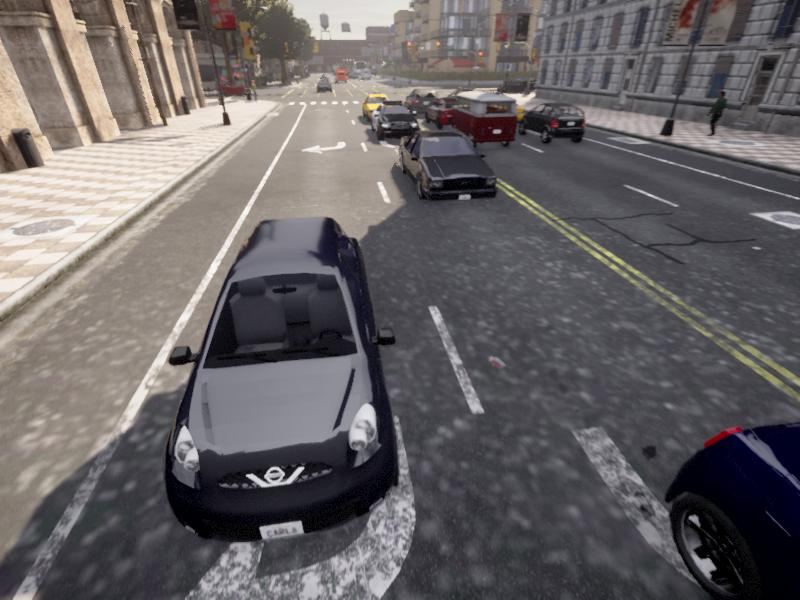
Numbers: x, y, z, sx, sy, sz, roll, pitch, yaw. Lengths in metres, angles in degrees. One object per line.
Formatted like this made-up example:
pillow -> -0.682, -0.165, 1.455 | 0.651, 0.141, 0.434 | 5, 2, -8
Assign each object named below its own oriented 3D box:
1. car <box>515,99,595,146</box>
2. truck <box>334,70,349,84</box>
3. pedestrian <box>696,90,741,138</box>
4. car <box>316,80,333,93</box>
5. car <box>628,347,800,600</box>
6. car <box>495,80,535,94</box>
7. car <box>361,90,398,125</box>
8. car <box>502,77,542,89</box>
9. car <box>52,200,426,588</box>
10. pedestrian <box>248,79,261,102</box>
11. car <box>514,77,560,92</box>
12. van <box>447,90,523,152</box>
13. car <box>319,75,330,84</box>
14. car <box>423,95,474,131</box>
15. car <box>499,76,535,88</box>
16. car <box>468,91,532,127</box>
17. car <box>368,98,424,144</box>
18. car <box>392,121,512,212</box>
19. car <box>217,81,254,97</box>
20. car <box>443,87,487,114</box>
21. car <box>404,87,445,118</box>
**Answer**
car -> 7.007, -8.311, 18.584 | 1.789, 1.549, 3.705 | -5, 31, -7
truck -> -12.320, -46.878, 83.871 | 2.627, 2.467, 5.204 | -5, 31, -8
pedestrian -> 14.075, -8.255, 17.740 | 0.751, 1.860, 0.751 | -11, 32, -17
car -> -10.192, -28.771, 53.957 | 1.994, 1.385, 4.181 | -5, 31, -8
car -> 2.970, 1.828, 1.327 | 1.845, 1.501, 3.633 | -5, 31, -7
car -> 14.307, -26.577, 49.885 | 4.181, 1.385, 1.994 | -5, 31, -7
car -> -1.419, -12.625, 26.048 | 1.801, 1.575, 5.366 | -5, 31, -8
car -> 18.368, -32.804, 60.462 | 5.357, 1.411, 2.033 | -5, 31, -8
car -> -1.038, 0.310, 3.980 | 1.845, 1.501, 3.633 | -5, 31, -7
pedestrian -> -13.737, -19.779, 37.819 | 0.751, 1.860, 0.751 | -4, 31, -6
car -> 18.257, -28.814, 53.398 | 5.238, 1.638, 1.930 | -5, 31, -7
van -> 3.582, -8.101, 17.844 | 1.775, 1.987, 4.442 | -5, 31, -7
car -> -15.851, -46.376, 84.080 | 2.128, 1.511, 4.902 | -5, 31, -8
car -> 2.677, -10.860, 23.080 | 1.816, 1.474, 4.193 | -5, 31, -8
car -> 18.552, -34.647, 63.524 | 4.792, 1.488, 2.163 | -5, 31, -7
car -> 5.939, -11.827, 24.584 | 1.801, 1.575, 5.366 | -5, 31, -8
car -> -0.308, -9.023, 19.921 | 2.038, 1.542, 4.974 | -5, 31, -7
car -> 1.149, -4.129, 11.673 | 2.033, 1.411, 5.357 | -5, 31, -7
car -> -19.868, -25.539, 48.402 | 3.633, 1.501, 1.845 | -5, 31, -7
car -> 4.841, -15.221, 30.453 | 2.007, 1.525, 4.514 | -5, 31, -8
car -> 1.611, -14.229, 28.658 | 2.242, 1.667, 4.611 | -3, 30, -4
